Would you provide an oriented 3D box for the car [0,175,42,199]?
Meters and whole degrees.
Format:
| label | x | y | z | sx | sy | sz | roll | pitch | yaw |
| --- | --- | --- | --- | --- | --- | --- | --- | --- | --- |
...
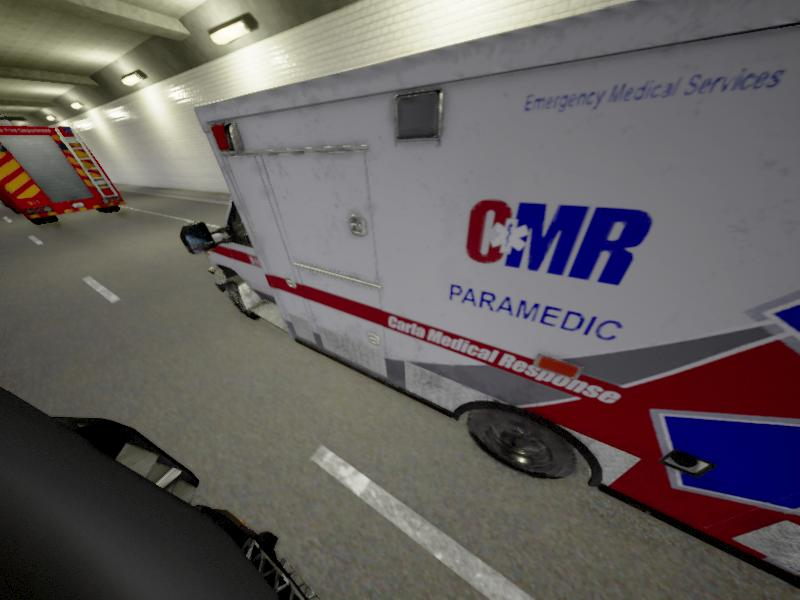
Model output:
| label | x | y | z | sx | sy | sz | roll | pitch | yaw |
| --- | --- | --- | --- | --- | --- | --- | --- | --- | --- |
| car | -31.817 | -9.294 | 18.852 | 4.674 | 1.442 | 1.812 | 15 | 38 | 25 |

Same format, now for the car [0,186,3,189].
| label | x | y | z | sx | sy | sz | roll | pitch | yaw |
| --- | --- | --- | --- | --- | --- | --- | --- | --- | --- |
| car | -45.115 | -12.483 | 24.545 | 3.633 | 1.501 | 1.845 | 11 | 36 | 20 |

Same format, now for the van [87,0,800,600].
| label | x | y | z | sx | sy | sz | roll | pitch | yaw |
| --- | --- | --- | --- | --- | --- | --- | --- | --- | --- |
| van | 0.146 | -0.560 | 2.526 | 6.366 | 2.431 | 2.351 | 16 | 38 | 26 |

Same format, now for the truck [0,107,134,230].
| label | x | y | z | sx | sy | sz | roll | pitch | yaw |
| --- | --- | --- | --- | --- | --- | --- | --- | --- | --- |
| truck | -17.275 | -6.121 | 10.881 | 8.468 | 3.827 | 2.891 | 16 | 38 | 26 |
